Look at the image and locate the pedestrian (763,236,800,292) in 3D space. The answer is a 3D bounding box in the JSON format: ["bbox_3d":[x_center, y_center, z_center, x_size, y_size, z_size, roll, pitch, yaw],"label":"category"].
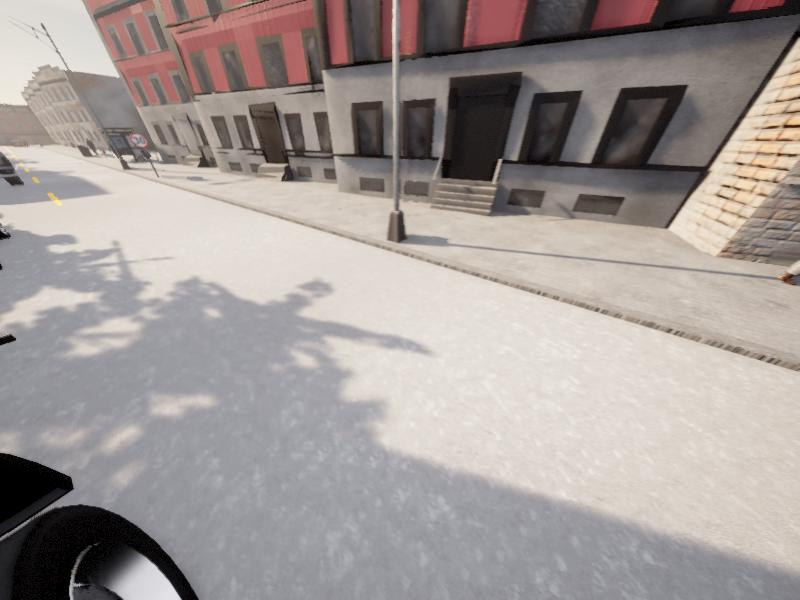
[{"bbox_3d":[7.198,-1.003,3.558,0.751,1.860,0.751,23,41,29],"label":"pedestrian"}]

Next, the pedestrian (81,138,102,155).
[{"bbox_3d":[-39.418,-19.614,29.513,0.751,1.860,0.751,23,41,29],"label":"pedestrian"}]

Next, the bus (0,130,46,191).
[{"bbox_3d":[-23.982,-8.467,12.001,10.273,4.253,3.944,22,41,28],"label":"bus"}]

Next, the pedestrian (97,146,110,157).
[{"bbox_3d":[-34.501,-17.292,26.892,0.500,1.100,0.500,29,44,34],"label":"pedestrian"}]

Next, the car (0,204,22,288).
[{"bbox_3d":[-9.859,-1.351,4.523,5.357,1.411,2.033,25,42,30],"label":"car"}]

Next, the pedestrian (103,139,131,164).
[{"bbox_3d":[-25.692,-13.526,21.010,0.751,1.860,0.751,22,41,28],"label":"pedestrian"}]
